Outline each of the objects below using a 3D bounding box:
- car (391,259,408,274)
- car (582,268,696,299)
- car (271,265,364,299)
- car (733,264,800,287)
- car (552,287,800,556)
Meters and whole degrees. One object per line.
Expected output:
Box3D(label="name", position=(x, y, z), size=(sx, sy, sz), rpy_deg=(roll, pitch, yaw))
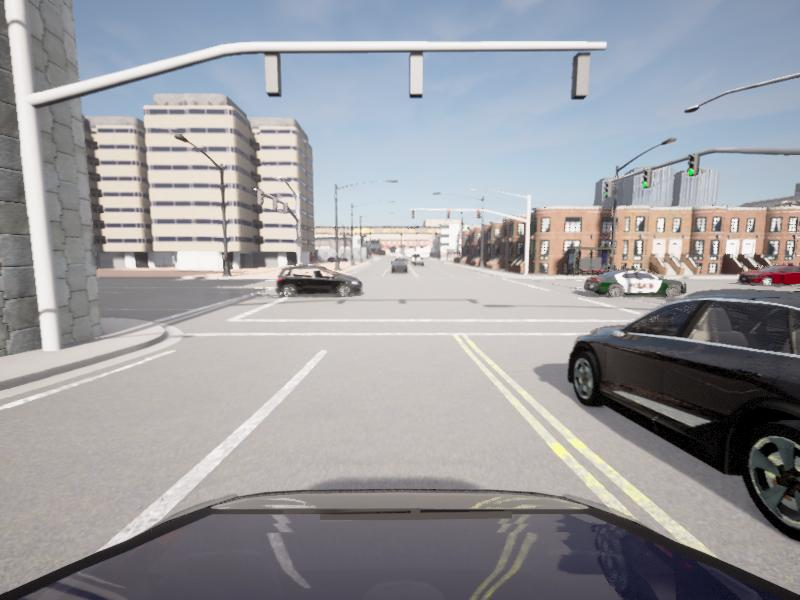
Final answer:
Box3D(label="car", position=(-0.059, -4.020, 47.191), size=(1.930, 1.638, 5.238), rpy_deg=(0, 7, 0))
Box3D(label="car", position=(12.966, -0.957, 21.988), size=(4.974, 1.542, 2.038), rpy_deg=(0, 7, 0))
Box3D(label="car", position=(-4.396, -1.035, 22.023), size=(4.611, 1.667, 2.242), rpy_deg=(0, 7, 0))
Box3D(label="car", position=(27.385, -1.787, 28.895), size=(5.008, 1.535, 1.882), rpy_deg=(0, 7, 0))
Box3D(label="car", position=(3.475, 0.698, 3.997), size=(2.033, 1.649, 4.856), rpy_deg=(0, 2, 0))
